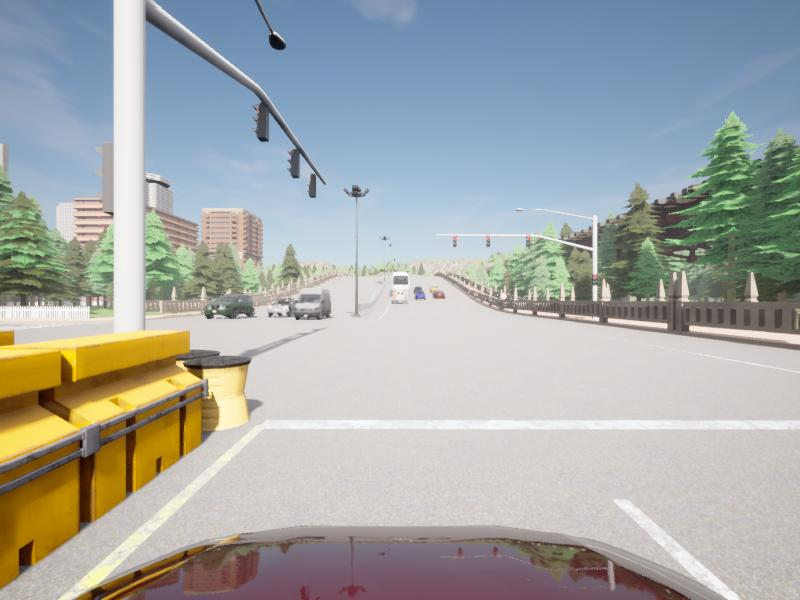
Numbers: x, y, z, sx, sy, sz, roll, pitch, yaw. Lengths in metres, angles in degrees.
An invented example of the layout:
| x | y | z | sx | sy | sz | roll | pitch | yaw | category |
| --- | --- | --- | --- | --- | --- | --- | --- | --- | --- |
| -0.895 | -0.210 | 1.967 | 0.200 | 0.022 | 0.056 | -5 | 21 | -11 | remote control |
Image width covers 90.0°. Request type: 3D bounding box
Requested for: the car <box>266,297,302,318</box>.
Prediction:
| x | y | z | sx | sy | sz | roll | pitch | yaw | category |
| --- | --- | --- | --- | --- | --- | --- | --- | --- | --- |
| -10.496 | 0.644 | 36.428 | 1.932 | 1.855 | 4.605 | 0 | 0 | 0 | car |

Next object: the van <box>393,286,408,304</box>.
| x | y | z | sx | sy | sz | roll | pitch | yaw | category |
| --- | --- | --- | --- | --- | --- | --- | --- | --- | --- |
| 0.087 | -0.919 | 67.113 | 2.351 | 2.431 | 6.366 | 0 | 6 | 0 | van |

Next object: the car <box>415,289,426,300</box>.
| x | y | z | sx | sy | sz | roll | pitch | yaw | category |
| --- | --- | --- | --- | --- | --- | --- | --- | --- | --- |
| 3.611 | -1.008 | 72.017 | 1.816 | 1.474 | 4.193 | 0 | 7 | 0 | car |

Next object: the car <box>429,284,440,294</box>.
| x | y | z | sx | sy | sz | roll | pitch | yaw | category |
| --- | --- | --- | --- | --- | --- | --- | --- | --- | --- |
| 7.173 | -2.388 | 82.702 | 1.801 | 1.575 | 5.366 | 0 | 7 | 0 | car |

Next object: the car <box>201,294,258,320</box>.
| x | y | z | sx | sy | sz | roll | pitch | yaw | category |
| --- | --- | --- | --- | --- | --- | --- | --- | --- | --- |
| -14.237 | 0.565 | 33.823 | 2.150 | 2.045 | 5.566 | 0 | 0 | 3 | car |

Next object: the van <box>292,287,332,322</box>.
| x | y | z | sx | sy | sz | roll | pitch | yaw | category |
| --- | --- | --- | --- | --- | --- | --- | --- | --- | --- |
| -7.001 | 0.314 | 32.585 | 1.988 | 2.561 | 5.915 | 0 | 0 | 0 | van |

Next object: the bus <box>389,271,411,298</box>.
| x | y | z | sx | sy | sz | roll | pitch | yaw | category |
| --- | --- | --- | --- | --- | --- | --- | --- | --- | --- |
| 0.028 | -3.208 | 78.407 | 3.944 | 4.253 | 10.273 | 0 | 7 | 0 | bus |
